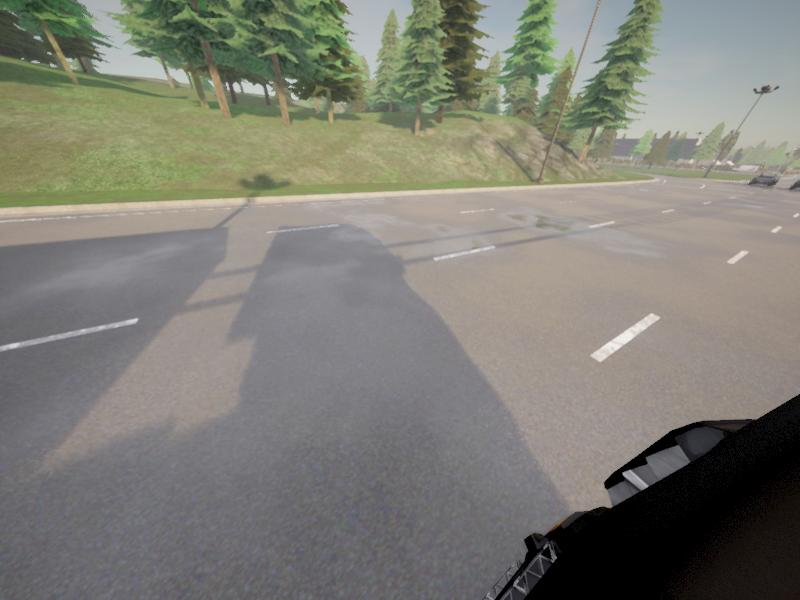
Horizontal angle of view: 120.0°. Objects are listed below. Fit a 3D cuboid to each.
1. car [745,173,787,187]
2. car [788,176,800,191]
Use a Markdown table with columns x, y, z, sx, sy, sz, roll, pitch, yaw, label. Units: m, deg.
| x | y | z | sx | sy | sz | roll | pitch | yaw | label |
| --- | --- | --- | --- | --- | --- | --- | --- | --- | --- |
| 50.393 | -16.568 | 31.802 | 4.902 | 1.511 | 2.128 | -16 | 38 | -26 | car |
| 50.339 | -14.317 | 28.413 | 4.892 | 1.490 | 1.837 | -16 | 38 | -26 | car |
